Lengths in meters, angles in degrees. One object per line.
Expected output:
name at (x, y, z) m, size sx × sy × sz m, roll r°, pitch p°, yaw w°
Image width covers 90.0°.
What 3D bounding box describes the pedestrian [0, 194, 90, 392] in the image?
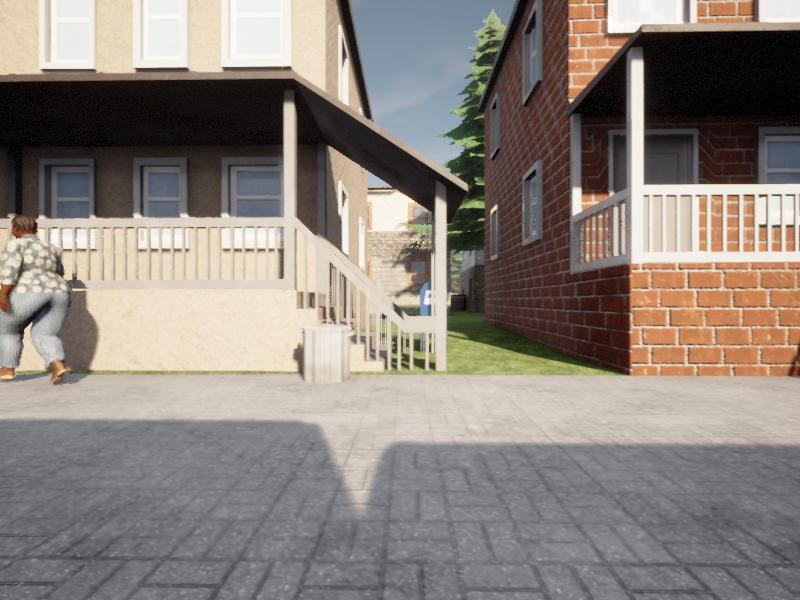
pedestrian at (-3.934, -0.065, 4.225) m, size 0.751 × 1.860 × 0.751 m, roll 0°, pitch 0°, yaw 17°
